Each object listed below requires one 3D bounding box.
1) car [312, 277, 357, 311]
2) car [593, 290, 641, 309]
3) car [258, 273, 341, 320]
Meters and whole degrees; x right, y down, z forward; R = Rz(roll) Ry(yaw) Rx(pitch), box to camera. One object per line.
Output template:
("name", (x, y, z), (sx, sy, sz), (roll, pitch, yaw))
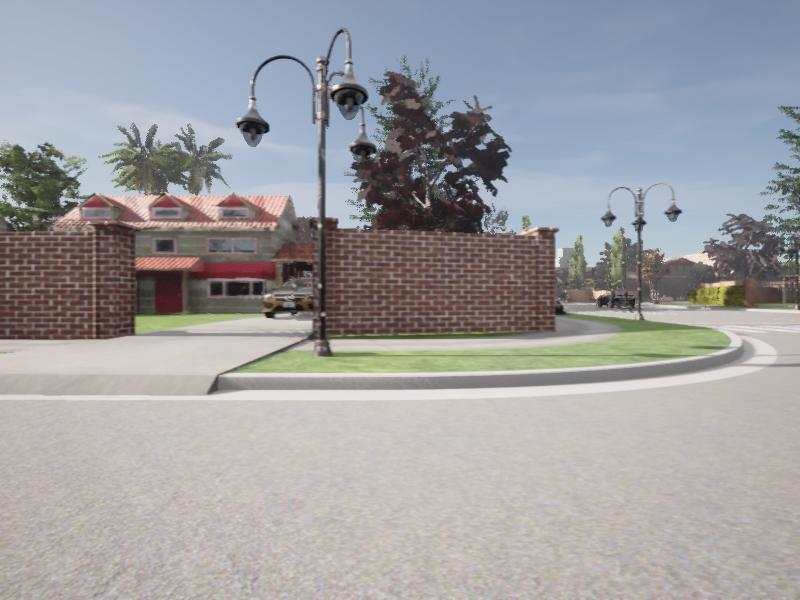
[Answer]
("car", (-3.846, -0.337, 24.160), (1.932, 1.855, 4.605), (0, 0, 0))
("car", (18.562, -0.042, 34.501), (2.128, 1.511, 4.902), (0, 0, 10))
("car", (-3.877, -0.130, 16.490), (2.152, 1.636, 5.027), (0, 0, 0))
